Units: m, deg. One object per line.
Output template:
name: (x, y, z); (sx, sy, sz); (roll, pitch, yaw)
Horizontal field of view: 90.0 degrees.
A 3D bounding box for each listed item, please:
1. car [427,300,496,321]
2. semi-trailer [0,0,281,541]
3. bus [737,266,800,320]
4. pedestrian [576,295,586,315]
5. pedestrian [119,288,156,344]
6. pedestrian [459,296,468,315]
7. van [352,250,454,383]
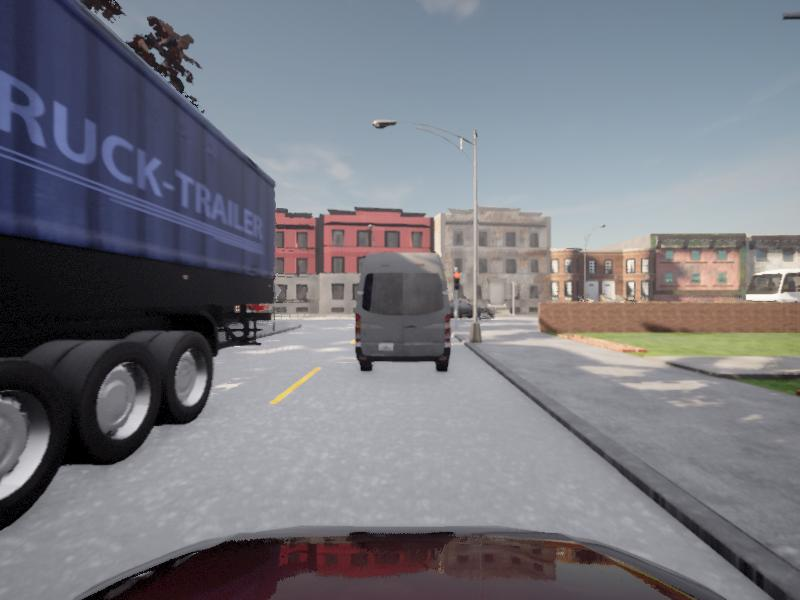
car: (4.578, 0.795, 30.334); (5.008, 1.535, 1.882); (0, 0, 1)
semi-trailer: (-4.002, -0.619, 1.376); (2.717, 4.402, 14.254); (0, 0, 1)
bus: (35.179, -0.566, 33.570); (10.273, 4.253, 3.944); (0, 0, 1)
pedestrian: (17.361, 0.498, 38.357); (0.751, 1.860, 0.751); (0, 0, 11)
pedestrian: (-8.947, 0.522, 13.673); (0.751, 1.860, 0.751); (0, 0, 3)
pedestrian: (6.224, 0.498, 39.194); (0.751, 1.860, 0.751); (0, 0, -6)
van: (0.157, 0.313, 10.686); (1.988, 2.561, 5.915); (0, 0, 2)
